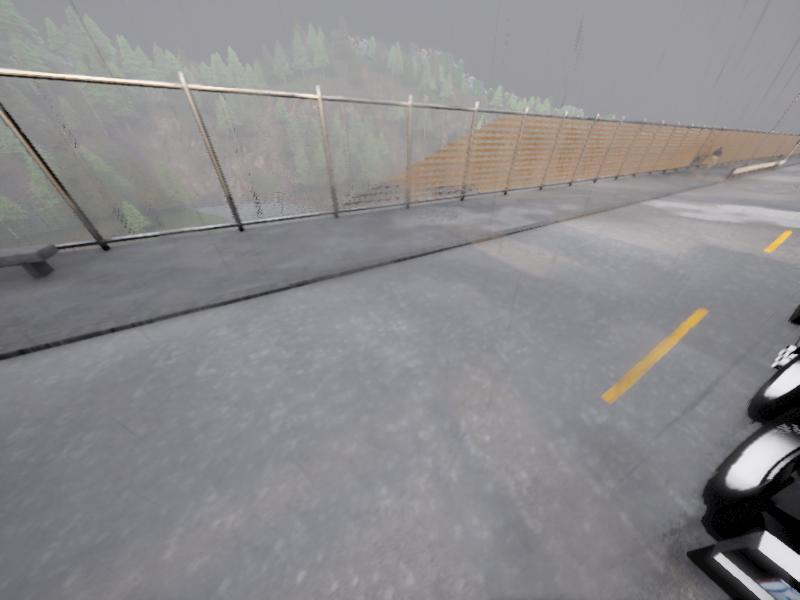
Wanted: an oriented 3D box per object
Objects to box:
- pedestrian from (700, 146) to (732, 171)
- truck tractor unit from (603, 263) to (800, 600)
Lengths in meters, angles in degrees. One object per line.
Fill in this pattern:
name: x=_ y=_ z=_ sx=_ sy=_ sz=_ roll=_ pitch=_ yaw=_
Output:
pedestrian: x=27.587 y=-12.381 z=20.209 sx=0.751 sy=1.860 sz=0.751 roll=-17 pitch=39 yaw=-24
truck tractor unit: x=5.108 y=-0.304 z=0.788 sx=6.516 sy=4.208 sz=3.053 roll=-18 pitch=39 yaw=-24
